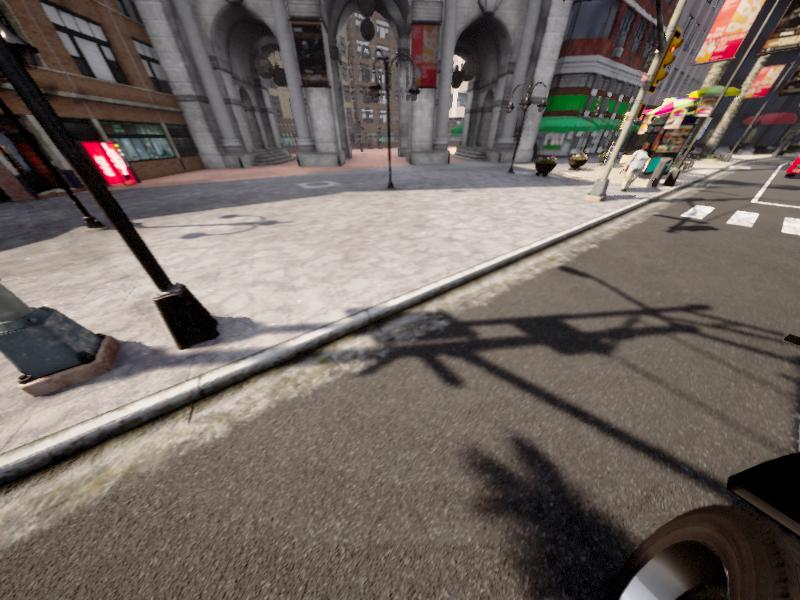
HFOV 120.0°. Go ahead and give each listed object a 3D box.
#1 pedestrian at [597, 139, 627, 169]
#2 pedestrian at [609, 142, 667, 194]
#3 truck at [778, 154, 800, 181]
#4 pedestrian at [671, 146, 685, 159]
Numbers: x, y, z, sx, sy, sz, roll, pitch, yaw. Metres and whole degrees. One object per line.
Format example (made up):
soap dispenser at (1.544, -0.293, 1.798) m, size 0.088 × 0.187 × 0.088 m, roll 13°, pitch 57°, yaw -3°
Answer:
pedestrian at (16.057, -11.077, 17.517) m, size 0.751 × 1.860 × 0.751 m, roll 1°, pitch 35°, yaw 3°
pedestrian at (10.064, -5.644, 9.881) m, size 0.751 × 1.860 × 0.751 m, roll -2°, pitch 35°, yaw -2°
truck at (27.234, -9.545, 13.848) m, size 8.468 × 3.827 × 2.891 m, roll -22°, pitch 40°, yaw -27°
pedestrian at (29.213, -15.462, 24.262) m, size 0.500 × 1.100 × 0.500 m, roll -25°, pitch 42°, yaw -31°
